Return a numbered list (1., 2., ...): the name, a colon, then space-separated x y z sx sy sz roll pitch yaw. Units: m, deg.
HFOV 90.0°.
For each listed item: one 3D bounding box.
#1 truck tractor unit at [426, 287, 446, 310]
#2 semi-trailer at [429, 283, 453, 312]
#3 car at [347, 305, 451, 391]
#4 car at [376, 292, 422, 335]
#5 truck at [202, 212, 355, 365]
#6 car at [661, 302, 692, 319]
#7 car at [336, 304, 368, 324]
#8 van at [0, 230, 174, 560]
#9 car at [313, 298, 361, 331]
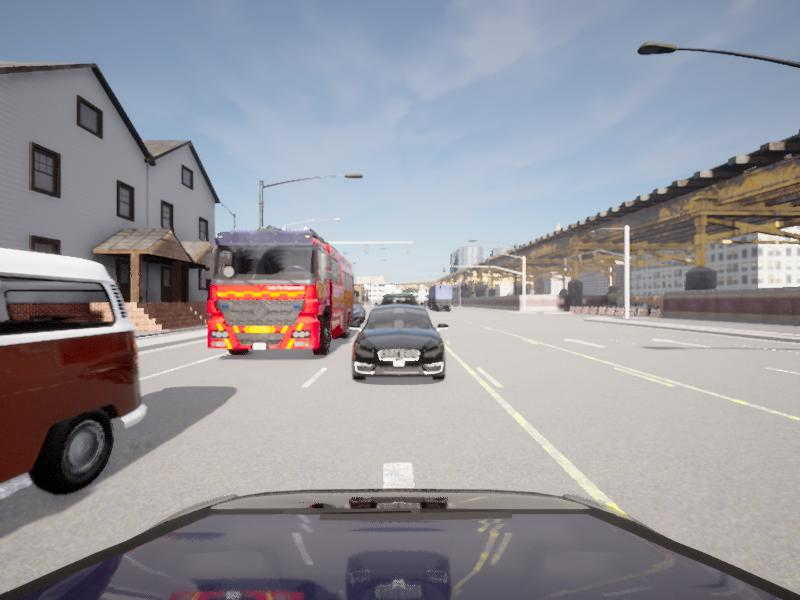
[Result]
1. truck tractor unit: 6.906 -0.248 77.709 3.053 4.208 6.516 1 0 -1
2. semi-trailer: 6.900 -0.373 69.784 2.717 4.402 14.254 0 0 0
3. car: -0.025 0.882 9.534 1.837 1.490 4.892 0 0 0
4. car: -0.051 0.649 21.536 2.150 2.045 5.566 0 0 0
5. truck: -3.539 -0.265 14.279 2.891 3.827 8.468 0 0 0
6. car: 27.145 0.939 39.418 2.038 1.542 4.974 0 0 28
7. car: -3.598 1.010 30.810 2.033 1.411 5.357 0 0 -3
8. van: -3.507 0.585 2.123 2.069 2.038 4.480 0 -1 0
9. car: -3.554 0.781 23.482 2.097 1.767 4.553 0 0 0
